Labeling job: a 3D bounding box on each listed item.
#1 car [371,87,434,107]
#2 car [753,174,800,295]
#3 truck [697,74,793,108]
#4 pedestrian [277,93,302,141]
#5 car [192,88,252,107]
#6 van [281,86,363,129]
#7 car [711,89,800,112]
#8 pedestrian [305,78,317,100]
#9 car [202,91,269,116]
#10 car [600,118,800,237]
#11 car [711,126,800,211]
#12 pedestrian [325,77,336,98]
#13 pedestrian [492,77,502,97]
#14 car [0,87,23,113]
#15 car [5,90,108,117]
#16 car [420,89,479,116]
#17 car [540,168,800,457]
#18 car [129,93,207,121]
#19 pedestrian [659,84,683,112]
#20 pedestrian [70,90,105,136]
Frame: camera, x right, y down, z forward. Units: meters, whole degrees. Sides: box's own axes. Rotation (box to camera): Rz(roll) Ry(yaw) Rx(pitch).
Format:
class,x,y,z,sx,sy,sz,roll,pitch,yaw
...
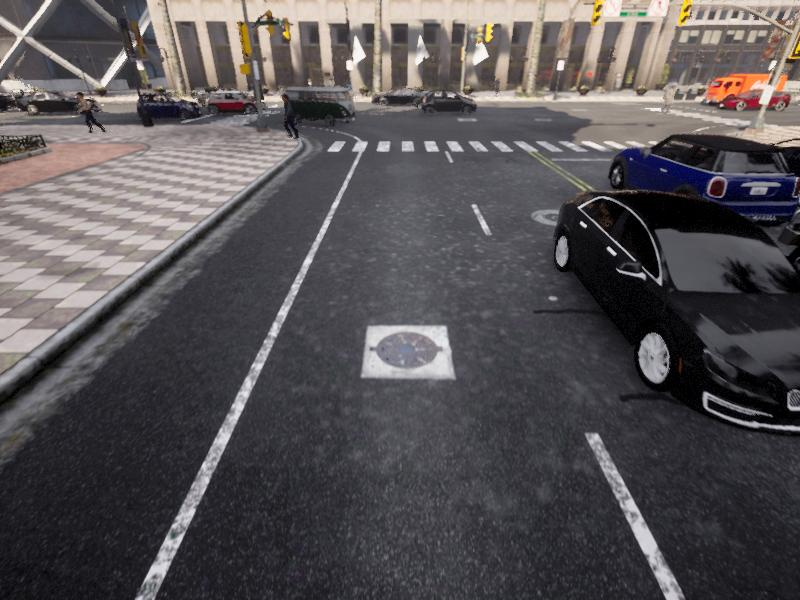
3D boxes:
class,x,y,z,sx,sy,sz,roll,pitch,yaw
car,0.226,-17.727,34.964,5.357,1.411,2.033,0,30,0
car,7.085,-0.188,4.476,1.932,1.855,4.605,0,30,0
truck,29.512,-18.059,34.490,5.204,2.467,2.627,0,30,0
pedestrian,-4.846,-8.048,17.585,0.751,1.860,0.751,-4,31,-7
car,-15.496,-17.770,35.049,4.181,1.385,1.994,0,30,0
van,-4.585,-11.382,23.518,4.442,1.987,1.775,16,34,25
car,28.122,-15.872,31.727,4.792,1.488,2.163,0,30,0
pedestrian,-8.789,-20.870,39.522,0.751,1.860,0.751,-16,34,-25
car,-11.773,-14.209,28.851,3.806,1.475,1.970,-1,30,-1
car,7.087,-3.205,9.721,2.097,1.767,4.553,0,30,0
car,10.595,-3.515,10.518,1.845,1.501,3.633,0,30,1
pedestrian,-7.081,-21.748,41.027,0.751,1.860,0.751,-15,33,-24
pedestrian,10.307,-22.523,42.368,0.751,1.860,0.751,3,30,5
car,-31.864,-14.718,29.543,5.238,1.638,1.930,-10,32,-17
car,-24.065,-13.920,28.313,4.902,1.511,2.128,-6,31,-10
car,3.497,-14.267,28.833,3.988,1.617,1.851,0,30,0
car,3.620,-0.466,5.331,1.837,1.490,4.892,0,30,1
car,-14.834,-12.452,25.791,3.633,1.501,1.845,-1,30,-2
pedestrian,20.579,-15.375,30.445,0.751,1.860,0.751,-1,30,-1
pedestrian,-14.808,-8.867,18.979,0.751,1.860,0.751,-20,36,-31
